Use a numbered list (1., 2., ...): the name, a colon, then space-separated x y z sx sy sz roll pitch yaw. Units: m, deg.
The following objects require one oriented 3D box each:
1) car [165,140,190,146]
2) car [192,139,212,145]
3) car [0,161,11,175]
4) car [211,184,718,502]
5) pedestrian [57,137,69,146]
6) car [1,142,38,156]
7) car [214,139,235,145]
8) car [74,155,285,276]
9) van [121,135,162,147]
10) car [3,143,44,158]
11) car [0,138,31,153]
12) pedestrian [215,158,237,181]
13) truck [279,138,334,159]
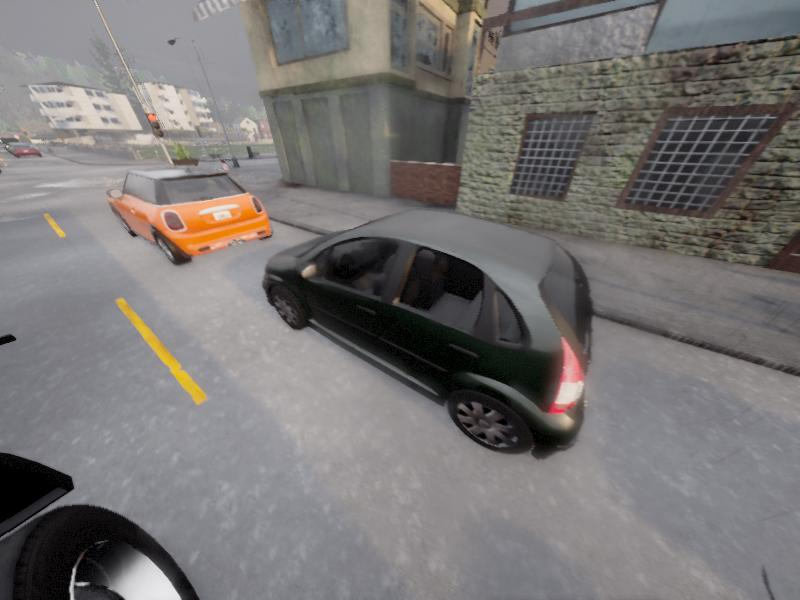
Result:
1. car: -62.920 -44.509 65.454 1.895 1.301 4.718 22 40 27
2. car: -59.525 -47.440 69.498 1.970 1.475 3.806 22 40 27
3. car: -29.771 -9.461 15.765 4.902 1.511 2.128 16 38 21
4. car: 0.003 -0.216 2.830 3.988 1.617 1.851 22 40 27
5. pedestrian: -78.787 -37.128 54.075 0.751 1.860 0.751 -30 45 -35
6. car: -52.994 -21.058 32.146 4.181 1.385 1.994 20 40 26
7. car: -55.941 -50.523 73.787 2.033 1.649 4.856 22 40 27
8. car: -5.443 -2.441 5.776 4.553 1.767 2.097 22 40 27
9. van: -67.082 -41.466 60.104 2.351 2.431 6.366 22 40 27
10. car: -46.991 -18.689 28.837 4.181 1.385 1.994 20 40 26
11. car: -58.914 -23.598 35.245 3.866 1.878 1.905 22 40 27
12. pedestrian: -9.936 -7.448 13.234 0.500 1.100 0.500 1 35 0
13. truck: -12.218 -20.254 30.773 2.390 2.098 6.274 22 40 27
